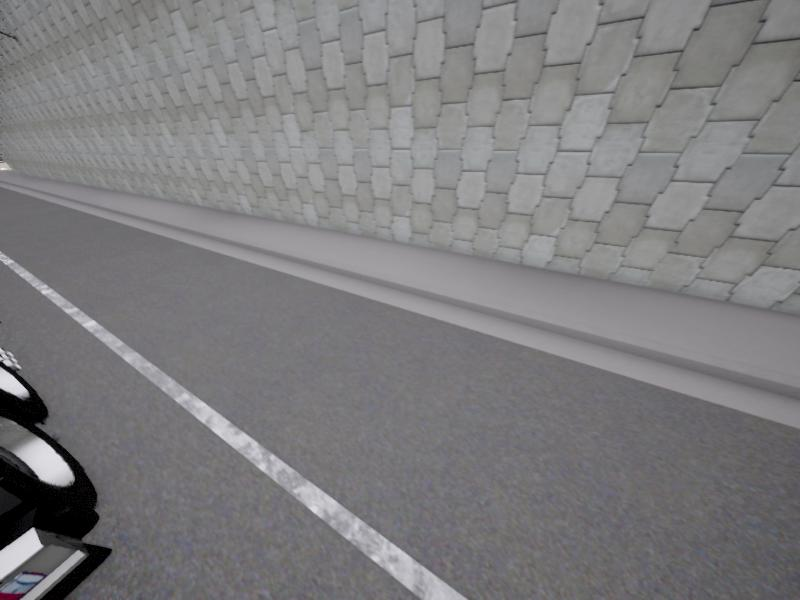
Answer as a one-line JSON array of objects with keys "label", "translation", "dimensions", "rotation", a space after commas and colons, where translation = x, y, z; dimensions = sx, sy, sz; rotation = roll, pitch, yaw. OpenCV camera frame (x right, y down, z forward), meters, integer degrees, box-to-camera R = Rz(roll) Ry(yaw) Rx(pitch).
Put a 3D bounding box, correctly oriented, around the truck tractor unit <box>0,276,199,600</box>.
[{"label": "truck tractor unit", "translation": [-5.133, -0.278, 0.751], "dimensions": [6.516, 4.208, 3.053], "rotation": [17, 39, 23]}]
